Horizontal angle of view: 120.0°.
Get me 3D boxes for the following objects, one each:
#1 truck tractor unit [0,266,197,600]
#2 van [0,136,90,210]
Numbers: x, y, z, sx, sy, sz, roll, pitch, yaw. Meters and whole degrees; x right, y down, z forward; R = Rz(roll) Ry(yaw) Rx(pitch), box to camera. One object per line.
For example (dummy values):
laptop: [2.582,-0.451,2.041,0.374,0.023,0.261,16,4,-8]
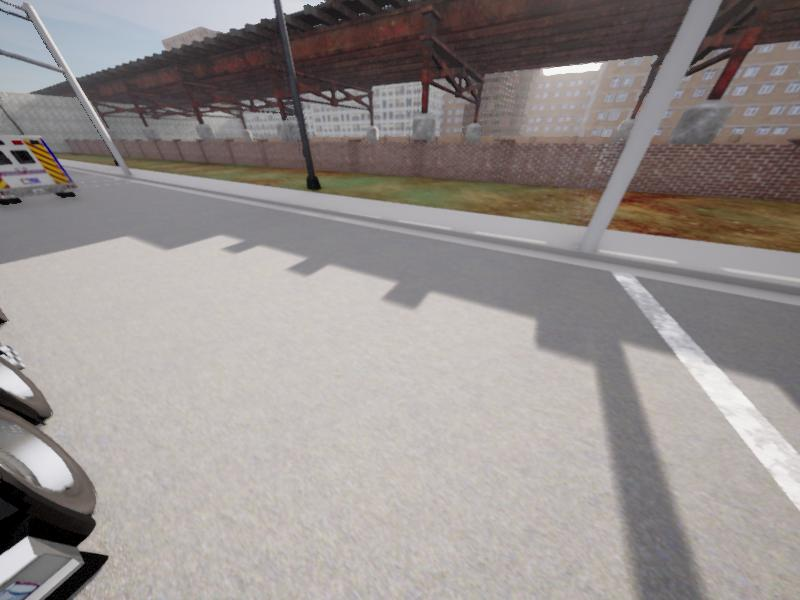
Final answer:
truck tractor unit: [-5.112,-0.300,0.775,6.516,4.208,3.053,18,39,24]
van: [-17.993,-6.082,10.672,6.366,2.431,2.351,18,39,24]
